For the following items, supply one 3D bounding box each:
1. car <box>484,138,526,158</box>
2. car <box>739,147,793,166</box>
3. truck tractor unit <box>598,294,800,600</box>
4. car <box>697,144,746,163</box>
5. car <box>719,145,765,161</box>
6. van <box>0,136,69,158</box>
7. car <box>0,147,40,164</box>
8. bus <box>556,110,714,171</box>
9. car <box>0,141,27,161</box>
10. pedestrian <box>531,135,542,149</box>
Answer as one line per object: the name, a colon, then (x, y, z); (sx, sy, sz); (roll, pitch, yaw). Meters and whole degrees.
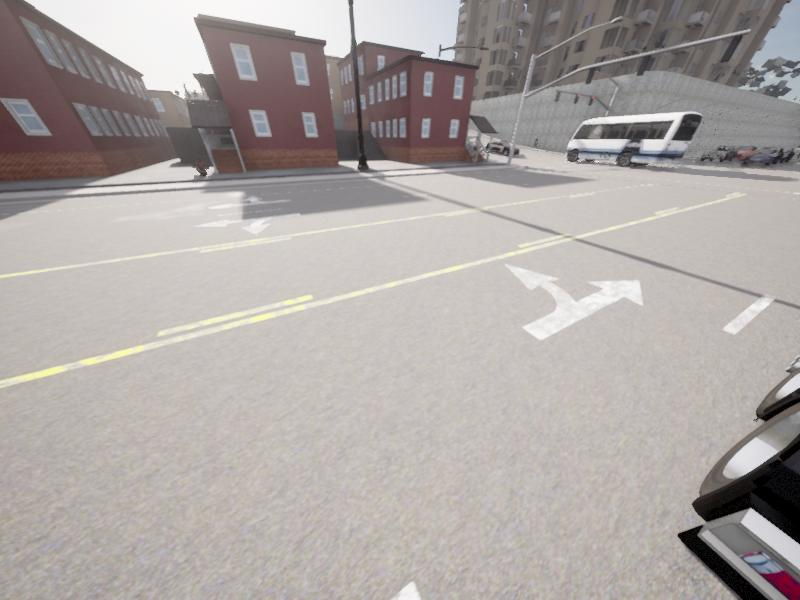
car: (14.512, -21.379, 32.389); (1.930, 1.638, 5.238); (-16, 43, -22)
car: (41.913, -16.467, 26.460); (4.856, 1.649, 2.033); (-16, 38, -22)
truck tractor unit: (5.166, -0.240, 0.718); (6.516, 4.208, 3.053); (-16, 38, -22)
car: (40.161, -18.312, 28.875); (4.605, 1.855, 1.932); (-16, 38, -22)
car: (47.039, -20.251, 31.773); (4.553, 1.767, 2.097); (-16, 38, -22)
van: (-52.437, -22.228, 33.449); (2.351, 2.431, 6.366); (-16, 38, -22)
car: (-43.481, -16.070, 25.594); (1.994, 1.385, 4.181); (-15, 38, -21)
bus: (22.997, -16.564, 24.184); (3.944, 4.253, 10.273); (-10, 36, -15)
car: (-48.838, -17.924, 27.776); (1.932, 1.855, 4.605); (-16, 38, -22)
pedestrian: (22.267, -25.800, 37.815); (0.751, 1.860, 0.751); (-16, 38, -22)
